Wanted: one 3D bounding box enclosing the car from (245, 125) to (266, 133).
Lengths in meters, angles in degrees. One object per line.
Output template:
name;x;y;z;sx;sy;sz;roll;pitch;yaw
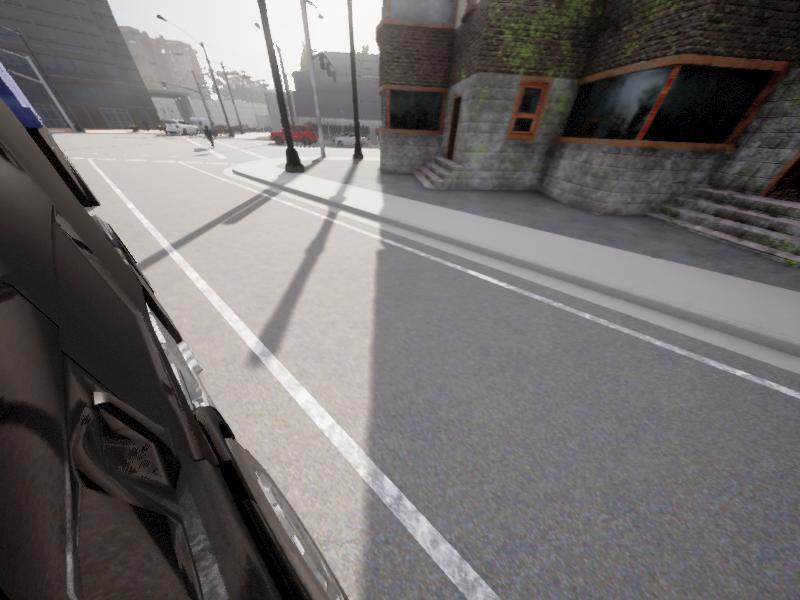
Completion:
car;-37.215;-44.132;59.610;1.930;1.638;5.238;2;36;0

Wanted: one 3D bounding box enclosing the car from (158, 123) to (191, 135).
car;-39.403;-29.942;40.451;1.816;1.474;4.193;-1;37;-5

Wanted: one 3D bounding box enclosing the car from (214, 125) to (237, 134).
car;-36.674;-35.873;48.628;1.816;1.474;4.193;-1;36;-5

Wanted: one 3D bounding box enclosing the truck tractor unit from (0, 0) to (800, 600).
truck tractor unit;-2.645;-0.295;0.351;6.516;4.208;3.053;28;44;30

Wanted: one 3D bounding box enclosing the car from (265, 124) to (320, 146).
car;-13.303;-20.724;29.020;5.566;2.045;2.150;-1;37;-5

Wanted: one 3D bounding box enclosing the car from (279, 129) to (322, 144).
car;-13.624;-22.605;31.974;5.008;1.535;1.882;-1;36;-5

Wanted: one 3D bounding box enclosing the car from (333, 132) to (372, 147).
car;-6.038;-20.670;29.813;4.674;1.442;1.812;-2;37;-5

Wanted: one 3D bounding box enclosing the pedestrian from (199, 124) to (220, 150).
pedestrian;-16.874;-14.441;20.488;0.751;1.860;0.751;-28;46;-34

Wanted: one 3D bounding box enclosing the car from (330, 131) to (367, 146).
car;-7.164;-22.747;32.530;4.892;1.490;1.837;-2;37;-5

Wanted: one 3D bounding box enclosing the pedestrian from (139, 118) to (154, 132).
pedestrian;-43.362;-29.909;39.549;0.751;1.860;0.751;-4;37;-8

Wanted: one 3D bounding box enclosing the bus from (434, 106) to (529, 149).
bus;10.157;-22.335;30.101;10.273;4.253;3.944;-3;37;-4

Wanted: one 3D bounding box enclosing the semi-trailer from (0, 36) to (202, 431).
semi-trailer;-8.738;-3.561;4.212;14.254;4.402;2.717;28;43;30

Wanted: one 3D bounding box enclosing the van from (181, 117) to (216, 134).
van;-39.944;-34.824;46.118;1.988;2.561;5.915;-1;37;-5

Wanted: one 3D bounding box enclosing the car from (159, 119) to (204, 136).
car;-35.750;-28.391;38.087;2.150;2.045;5.566;0;36;-4
